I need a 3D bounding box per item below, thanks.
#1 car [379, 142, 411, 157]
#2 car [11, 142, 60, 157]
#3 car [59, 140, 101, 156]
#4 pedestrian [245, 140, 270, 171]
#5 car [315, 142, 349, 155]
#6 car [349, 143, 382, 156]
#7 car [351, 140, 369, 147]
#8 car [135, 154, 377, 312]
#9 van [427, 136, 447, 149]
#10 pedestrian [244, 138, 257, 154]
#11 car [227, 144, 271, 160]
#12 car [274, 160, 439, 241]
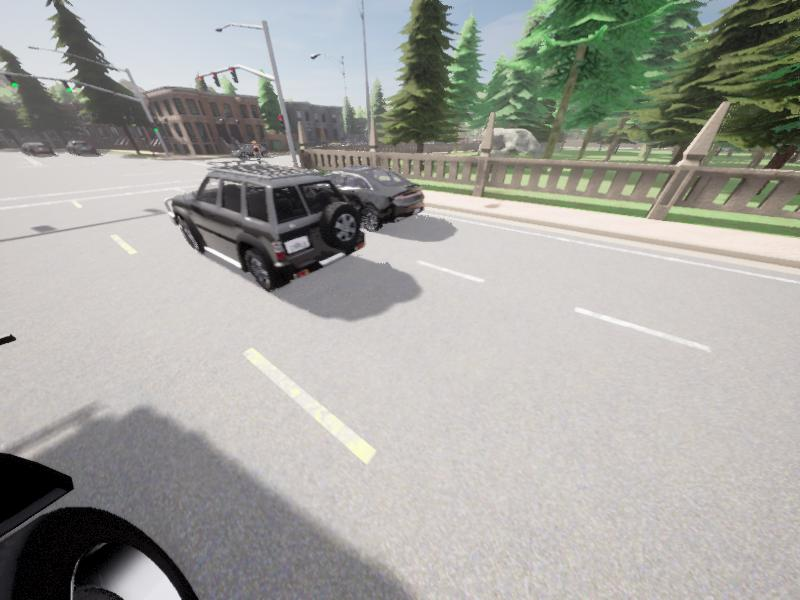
[{"bbox_3d":[-0.649,-22.512,34.431,1.930,1.638,5.238,22,41,28],"label":"car"},{"bbox_3d":[-48.901,-20.261,30.999,4.792,1.488,2.163,16,38,20],"label":"car"},{"bbox_3d":[-44.358,-21.083,32.033,4.611,1.667,2.242,19,39,25],"label":"car"},{"bbox_3d":[-10.315,-10.465,16.761,0.751,1.860,0.751,8,36,11],"label":"pedestrian"},{"bbox_3d":[-10.880,-24.655,37.446,1.801,1.575,5.366,22,41,28],"label":"car"},{"bbox_3d":[-5.027,-22.385,34.343,1.837,1.490,4.892,22,41,28],"label":"car"},{"bbox_3d":[-10.940,-42.819,63.099,4.856,1.649,2.033,24,41,30],"label":"car"},{"bbox_3d":[-2.924,-1.789,4.799,4.605,1.855,1.932,22,41,27],"label":"car"},{"bbox_3d":[8.792,-37.627,55.140,1.988,2.561,5.915,22,41,28],"label":"van"},{"bbox_3d":[-21.628,-22.208,33.338,0.751,1.860,0.751,17,38,22],"label":"pedestrian"},{"bbox_3d":[-18.565,-18.337,28.509,1.970,1.475,3.806,22,41,28],"label":"car"},{"bbox_3d":[-1.500,-3.500,7.554,4.902,1.511,2.128,22,41,28],"label":"car"}]
